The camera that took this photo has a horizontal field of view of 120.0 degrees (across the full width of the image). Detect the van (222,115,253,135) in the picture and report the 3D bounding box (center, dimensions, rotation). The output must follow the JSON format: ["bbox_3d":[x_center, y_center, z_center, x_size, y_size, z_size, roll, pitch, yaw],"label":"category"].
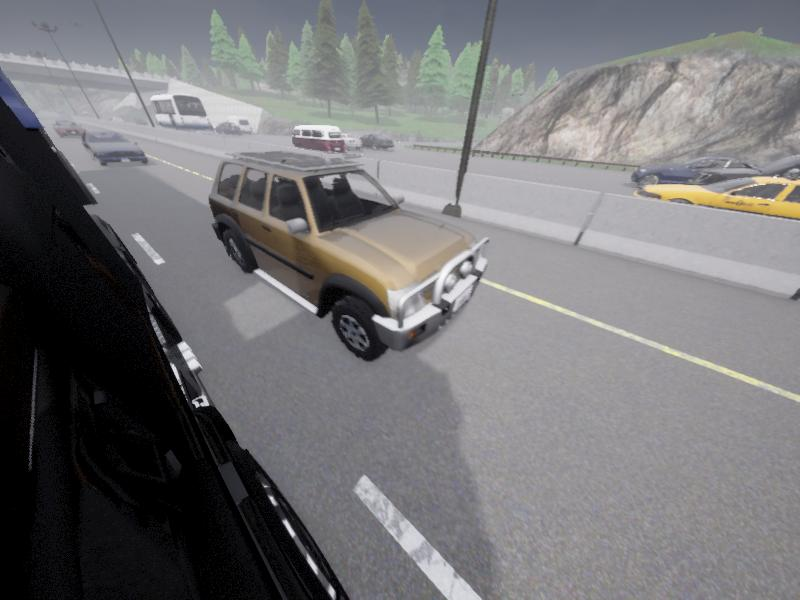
[{"bbox_3d":[-29.583,-31.874,42.074,5.915,2.561,1.988,27,43,28],"label":"van"}]

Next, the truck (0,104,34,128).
[{"bbox_3d":[-55.168,-26.044,32.703,5.204,2.467,2.627,26,43,29],"label":"truck"}]

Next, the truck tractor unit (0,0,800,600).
[{"bbox_3d":[-2.645,-0.295,0.351,6.516,4.208,3.053,28,44,30],"label":"truck tractor unit"}]

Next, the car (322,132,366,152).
[{"bbox_3d":[-5.968,-16.780,24.420,4.674,1.442,1.812,27,43,29],"label":"car"}]

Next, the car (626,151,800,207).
[{"bbox_3d":[14.998,-6.242,11.602,5.027,1.651,2.152,27,43,28],"label":"car"}]

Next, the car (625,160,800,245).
[{"bbox_3d":[10.740,-3.025,7.071,5.366,1.575,1.801,27,43,29],"label":"car"}]

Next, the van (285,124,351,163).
[{"bbox_3d":[-6.084,-11.735,17.192,4.480,2.038,2.069,27,43,29],"label":"van"}]

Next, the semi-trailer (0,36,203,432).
[{"bbox_3d":[-8.752,-3.574,4.165,14.254,4.402,2.717,28,43,29],"label":"semi-trailer"}]

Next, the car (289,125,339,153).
[{"bbox_3d":[-8.207,-15.422,22.102,4.605,1.855,1.932,27,43,28],"label":"car"}]

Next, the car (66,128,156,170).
[{"bbox_3d":[-15.700,-8.301,12.528,5.357,1.411,2.033,27,43,29],"label":"car"}]

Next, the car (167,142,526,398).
[{"bbox_3d":[-1.100,-1.104,3.491,4.605,1.855,1.932,27,43,29],"label":"car"}]

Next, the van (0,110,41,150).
[{"bbox_3d":[-27.075,-11.648,15.706,4.480,2.038,2.069,27,43,29],"label":"van"}]

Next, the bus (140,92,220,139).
[{"bbox_3d":[-28.916,-24.107,30.341,10.273,4.253,3.944,27,43,29],"label":"bus"}]

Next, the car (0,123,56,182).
[{"bbox_3d":[-16.418,-6.096,9.347,4.856,1.649,2.033,27,43,28],"label":"car"}]

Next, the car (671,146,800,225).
[{"bbox_3d":[14.377,-4.054,8.290,5.566,2.045,2.150,27,43,29],"label":"car"}]

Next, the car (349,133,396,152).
[{"bbox_3d":[-3.143,-18.015,26.291,5.357,1.411,2.033,27,43,29],"label":"car"}]

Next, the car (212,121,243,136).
[{"bbox_3d":[-28.440,-28.257,38.053,4.611,1.667,2.242,27,43,29],"label":"car"}]

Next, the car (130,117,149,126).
[{"bbox_3d":[-62.152,-42.570,55.082,4.193,1.474,1.816,27,43,29],"label":"car"}]

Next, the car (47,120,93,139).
[{"bbox_3d":[-32.936,-17.021,23.040,4.181,1.385,1.994,27,43,29],"label":"car"}]

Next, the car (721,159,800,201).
[{"bbox_3d":[20.224,-6.237,12.013,3.633,1.501,1.845,27,43,29],"label":"car"}]
